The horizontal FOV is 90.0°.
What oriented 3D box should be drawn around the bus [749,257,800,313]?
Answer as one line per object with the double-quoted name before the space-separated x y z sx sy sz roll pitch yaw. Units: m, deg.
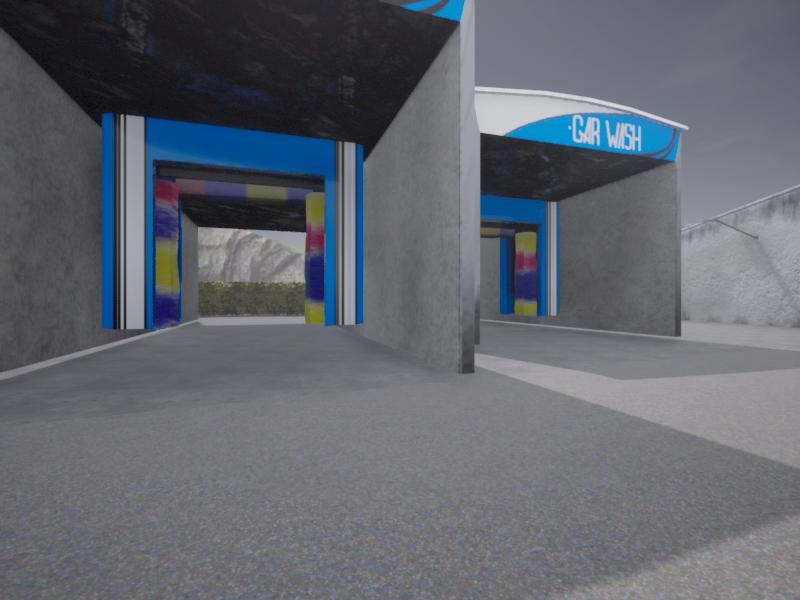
"bus" 35.428 -1.135 32.689 10.273 4.253 3.944 0 0 0
